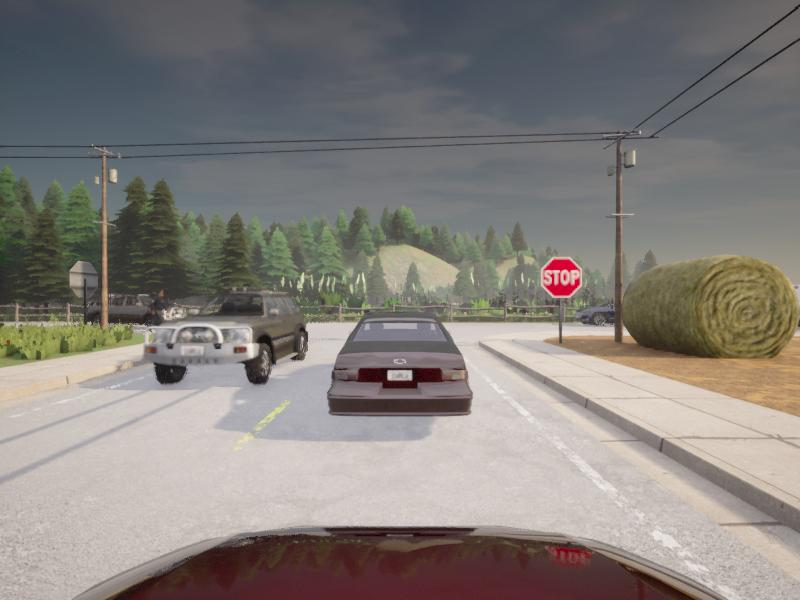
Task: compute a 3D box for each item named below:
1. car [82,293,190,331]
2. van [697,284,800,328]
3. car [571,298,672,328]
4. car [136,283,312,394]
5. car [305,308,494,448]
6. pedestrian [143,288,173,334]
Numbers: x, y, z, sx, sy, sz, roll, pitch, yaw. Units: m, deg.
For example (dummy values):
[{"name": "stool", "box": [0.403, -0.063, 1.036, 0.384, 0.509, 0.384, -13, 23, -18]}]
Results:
[{"name": "car", "box": [-14.119, 0.595, 21.525, 4.605, 1.855, 1.932, 1, 0, 5]}, {"name": "van", "box": [21.502, 0.325, 23.397, 6.366, 2.431, 2.351, 0, 0, 3]}, {"name": "car", "box": [13.015, 0.726, 23.801, 4.856, 1.649, 2.033, 0, 0, 3]}, {"name": "car", "box": [-3.447, 0.646, 8.985, 1.932, 1.855, 4.605, 0, 0, 0]}, {"name": "car", "box": [-0.001, 0.889, 6.985, 2.033, 1.411, 5.357, 0, 0, 0]}, {"name": "pedestrian", "box": [-10.057, 0.437, 16.629, 0.751, 1.860, 0.751, 0, 0, 5]}]
